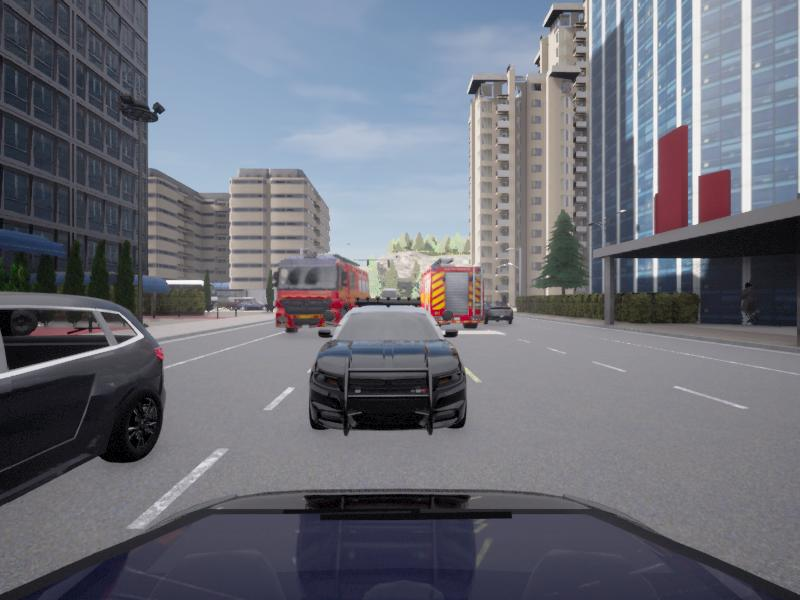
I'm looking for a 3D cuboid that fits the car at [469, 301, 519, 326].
[{"bbox_3d":[6.286,0.836,27.390,2.128,1.511,4.902,0,0,-2],"label":"car"}]

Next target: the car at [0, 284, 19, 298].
[{"bbox_3d":[-16.357,-0.347,15.659,1.750,0.535,1.642,0,0,29],"label":"car"}]

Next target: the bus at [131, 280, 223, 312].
[{"bbox_3d":[-30.152,-0.534,54.400,10.273,4.253,3.944,0,0,-1],"label":"bus"}]

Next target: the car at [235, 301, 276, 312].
[{"bbox_3d":[-19.635,0.851,54.438,4.792,1.488,2.163,0,0,-1],"label":"car"}]

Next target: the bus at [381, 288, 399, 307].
[{"bbox_3d":[-2.268,-0.539,93.695,3.944,4.253,10.273,0,0,-1],"label":"bus"}]

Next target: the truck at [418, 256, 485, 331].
[{"bbox_3d":[2.854,-0.321,24.811,2.891,3.827,8.468,0,0,-1],"label":"truck"}]

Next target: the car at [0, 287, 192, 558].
[{"bbox_3d":[-3.586,0.756,2.516,2.242,1.667,4.611,0,0,-1],"label":"car"}]

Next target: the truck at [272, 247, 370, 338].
[{"bbox_3d":[-3.689,-0.321,21.296,2.891,3.827,8.468,0,0,5],"label":"truck"}]

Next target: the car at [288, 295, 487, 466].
[{"bbox_3d":[-0.189,0.771,6.483,1.930,1.638,5.238,0,0,-2],"label":"car"}]

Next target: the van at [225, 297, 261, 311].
[{"bbox_3d":[-22.666,0.598,57.894,4.442,1.987,1.775,0,0,-1],"label":"van"}]

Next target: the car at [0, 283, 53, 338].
[{"bbox_3d":[-17.017,0.402,14.472,2.390,2.098,6.274,0,0,29],"label":"car"}]
